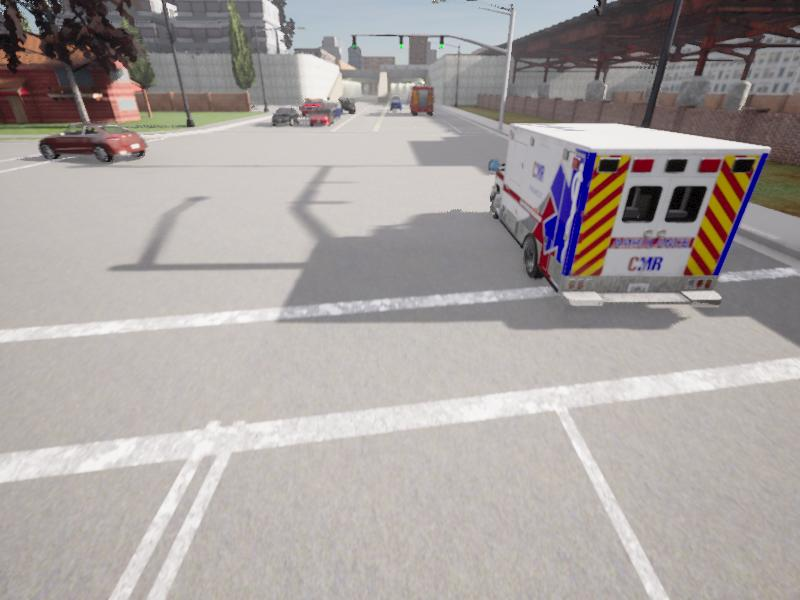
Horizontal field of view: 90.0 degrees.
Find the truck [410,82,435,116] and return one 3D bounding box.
[{"bbox_3d":[2.958,-27.944,55.497,2.891,3.827,8.468,0,28,-1],"label":"truck"}]

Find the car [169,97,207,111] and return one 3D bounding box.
[{"bbox_3d":[-33.338,-30.832,62.930,4.605,1.855,1.932,0,28,-1],"label":"car"}]

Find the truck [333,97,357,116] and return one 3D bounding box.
[{"bbox_3d":[-7.348,-26.301,54.192,2.390,2.098,6.274,0,28,0],"label":"truck"}]

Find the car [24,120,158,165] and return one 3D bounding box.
[{"bbox_3d":[-14.955,-7.742,19.504,5.027,1.651,2.152,8,28,14],"label":"car"}]

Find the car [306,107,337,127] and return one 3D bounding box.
[{"bbox_3d":[-7.365,-17.401,37.956,2.007,1.525,4.514,0,28,0],"label":"car"}]

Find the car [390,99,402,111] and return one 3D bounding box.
[{"bbox_3d":[-0.654,-32.405,66.384,1.882,1.535,5.008,0,28,0],"label":"car"}]

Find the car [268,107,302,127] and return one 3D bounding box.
[{"bbox_3d":[-10.869,-17.483,38.135,1.837,1.490,4.892,0,28,-1],"label":"car"}]

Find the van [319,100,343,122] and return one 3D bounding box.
[{"bbox_3d":[-7.421,-20.452,43.244,1.775,1.987,4.442,0,28,0],"label":"van"}]

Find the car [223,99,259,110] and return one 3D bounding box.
[{"bbox_3d":[-26.293,-32.354,66.232,4.902,1.511,2.128,0,28,-1],"label":"car"}]

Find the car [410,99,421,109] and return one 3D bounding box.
[{"bbox_3d":[2.778,-35.913,73.138,1.812,1.442,4.674,0,28,0],"label":"car"}]

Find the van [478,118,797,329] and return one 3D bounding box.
[{"bbox_3d":[3.437,-2.142,8.048,2.351,2.431,6.366,0,28,-1],"label":"van"}]

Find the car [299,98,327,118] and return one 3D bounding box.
[{"bbox_3d":[-10.862,-24.206,50.276,2.150,2.045,5.566,1,28,1],"label":"car"}]
